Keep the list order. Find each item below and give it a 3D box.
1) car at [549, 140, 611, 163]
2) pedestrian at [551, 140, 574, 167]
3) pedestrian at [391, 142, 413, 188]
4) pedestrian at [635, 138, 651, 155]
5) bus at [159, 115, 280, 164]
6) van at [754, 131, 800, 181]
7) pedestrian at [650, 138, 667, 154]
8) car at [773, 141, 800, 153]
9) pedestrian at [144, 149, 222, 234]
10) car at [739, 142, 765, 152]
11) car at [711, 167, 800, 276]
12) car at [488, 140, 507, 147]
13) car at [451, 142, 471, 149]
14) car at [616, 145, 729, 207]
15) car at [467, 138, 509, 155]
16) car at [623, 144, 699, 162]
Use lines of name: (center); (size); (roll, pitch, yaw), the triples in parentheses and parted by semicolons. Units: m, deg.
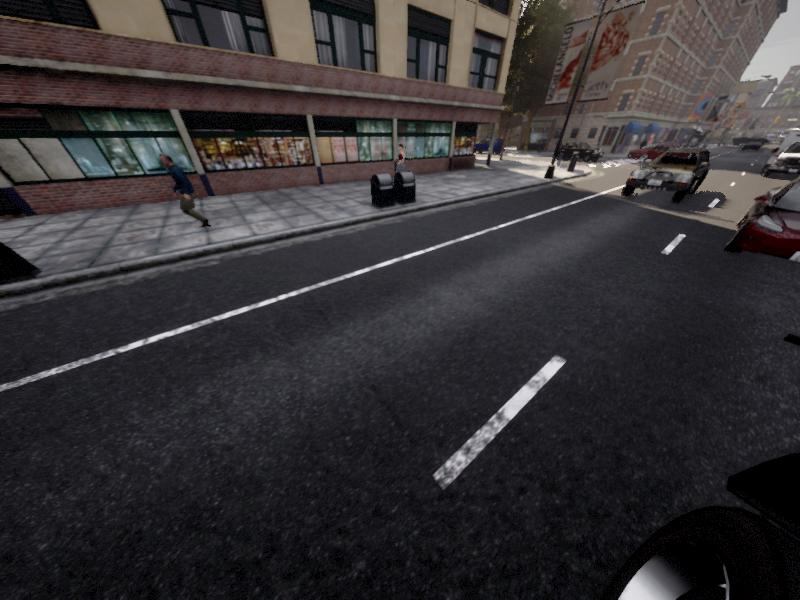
car: (19.291, -16.155, 25.036); (1.932, 1.855, 4.605); (-21, 40, -27)
pedestrian: (13.151, -11.859, 18.702); (0.751, 1.860, 0.751); (-23, 41, -29)
pedestrian: (0.080, -6.693, 11.479); (0.751, 1.860, 0.751); (-19, 39, -24)
pedestrian: (32.056, -20.286, 30.503); (0.751, 1.860, 0.751); (28, 44, 34)
bus: (-21.209, -19.587, 28.165); (10.273, 4.253, 3.944); (-24, 42, -29)
van: (25.958, -9.376, 14.895); (6.366, 2.431, 2.351); (-23, 41, -29)
pedestrian: (36.417, -21.736, 32.524); (0.751, 1.860, 0.751); (-25, 42, -31)
car: (60.369, -23.854, 36.007); (4.674, 1.442, 1.812); (-23, 41, -29)
pedestrian: (-5.563, -2.808, 6.014); (0.751, 1.860, 0.751); (-27, 43, -33)
car: (61.057, -26.608, 40.028); (4.718, 1.301, 1.895); (-23, 41, -29)
car: (9.673, -1.945, 5.308); (4.792, 1.488, 2.163); (-23, 41, -29)
car: (25.768, -41.248, 60.941); (4.902, 1.511, 2.128); (-23, 41, -29)
car: (14.285, -36.211, 54.007); (4.718, 1.301, 1.895); (-23, 41, -29)
car: (11.907, -5.586, 10.108); (4.605, 1.855, 1.932); (-23, 41, -29)
car: (13.569, -23.973, 36.019); (2.150, 2.045, 5.566); (-24, 42, -30)
car: (27.509, -15.673, 24.583); (5.008, 1.535, 1.882); (6, 36, 8)
